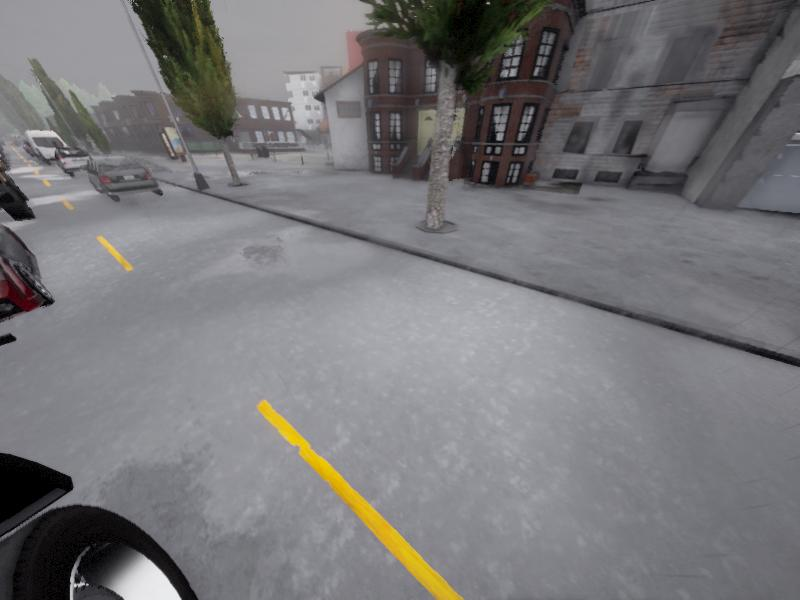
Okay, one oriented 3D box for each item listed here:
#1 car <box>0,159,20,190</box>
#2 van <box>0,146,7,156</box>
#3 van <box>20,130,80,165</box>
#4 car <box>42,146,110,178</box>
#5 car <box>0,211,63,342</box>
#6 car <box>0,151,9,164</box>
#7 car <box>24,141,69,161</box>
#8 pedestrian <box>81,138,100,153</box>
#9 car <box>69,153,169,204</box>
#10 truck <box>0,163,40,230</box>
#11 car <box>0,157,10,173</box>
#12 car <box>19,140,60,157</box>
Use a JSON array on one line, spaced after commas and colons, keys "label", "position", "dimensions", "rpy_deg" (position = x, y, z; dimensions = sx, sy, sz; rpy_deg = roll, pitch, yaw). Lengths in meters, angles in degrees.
[{"label": "car", "position": [-22.253, -6.726, 11.962], "dimensions": [4.902, 1.511, 2.128], "rpy_deg": [22, 41, 28]}, {"label": "van", "position": [-54.659, -20.531, 30.353], "dimensions": [5.915, 2.561, 1.988], "rpy_deg": [22, 41, 28]}, {"label": "van", "position": [-34.211, -14.898, 22.561], "dimensions": [5.915, 2.561, 1.988], "rpy_deg": [22, 41, 29]}, {"label": "car", "position": [-22.602, -9.726, 16.131], "dimensions": [3.988, 1.617, 1.851], "rpy_deg": [23, 41, 28]}, {"label": "car", "position": [-7.302, -0.495, 3.363], "dimensions": [4.181, 1.385, 1.994], "rpy_deg": [23, 41, 28]}, {"label": "car", "position": [-40.228, -14.285, 22.221], "dimensions": [4.605, 1.855, 1.932], "rpy_deg": [22, 41, 28]}, {"label": "car", "position": [-40.591, -17.152, 26.501], "dimensions": [4.856, 1.649, 2.033], "rpy_deg": [23, 41, 28]}, {"label": "pedestrian", "position": [-45.793, -22.900, 34.190], "dimensions": [0.751, 1.860, 0.751], "rpy_deg": [14, 38, 19]}, {"label": "car", "position": [-12.526, -5.542, 10.323], "dimensions": [3.705, 1.549, 1.789], "rpy_deg": [23, 41, 28]}, {"label": "truck", "position": [-14.420, -3.733, 7.269], "dimensions": [6.274, 2.098, 2.390], "rpy_deg": [23, 41, 28]}, {"label": "car", "position": [-31.477, -10.553, 17.254], "dimensions": [5.366, 1.575, 1.801], "rpy_deg": [22, 41, 28]}, {"label": "car", "position": [-46.985, -19.739, 30.086], "dimensions": [4.611, 1.667, 2.242], "rpy_deg": [23, 41, 29]}]
